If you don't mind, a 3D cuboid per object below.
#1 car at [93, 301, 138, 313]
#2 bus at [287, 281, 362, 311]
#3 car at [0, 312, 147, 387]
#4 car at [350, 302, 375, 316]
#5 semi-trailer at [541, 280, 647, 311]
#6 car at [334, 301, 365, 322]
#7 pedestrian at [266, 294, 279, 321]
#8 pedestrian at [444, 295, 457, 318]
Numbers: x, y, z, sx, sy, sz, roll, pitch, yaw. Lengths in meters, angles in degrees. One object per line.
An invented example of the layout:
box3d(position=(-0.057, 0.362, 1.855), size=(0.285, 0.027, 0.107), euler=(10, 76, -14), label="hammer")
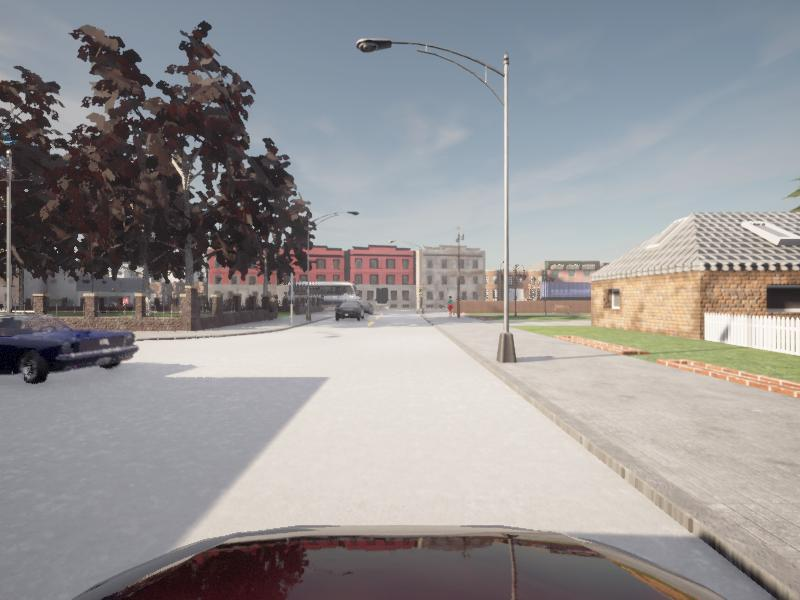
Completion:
box3d(position=(-41.496, 0.989, 58.368), size=(5.238, 1.638, 1.930), euler=(0, 0, 0), label="car")
box3d(position=(-10.848, -0.533, 58.398), size=(10.273, 4.253, 3.944), euler=(0, 0, 2), label="bus")
box3d(position=(-8.292, 0.944, 8.625), size=(4.718, 1.301, 1.895), euler=(0, 0, 9), label="car")
box3d(position=(-3.825, 0.895, 42.109), size=(2.033, 1.411, 5.357), euler=(0, 0, 1), label="car")
box3d(position=(28.130, -0.618, 58.379), size=(14.254, 4.402, 2.717), euler=(0, 0, 0), label="semi-trailer")
box3d(position=(-3.937, 0.823, 32.015), size=(1.882, 1.535, 5.008), euler=(0, 0, 0), label="car")
box3d(position=(-9.207, 0.534, 28.915), size=(0.751, 1.860, 0.751), euler=(0, 0, -1), label="pedestrian")
box3d(position=(4.046, 0.533, 32.144), size=(0.751, 1.860, 0.751), euler=(0, 0, -14), label="pedestrian")
